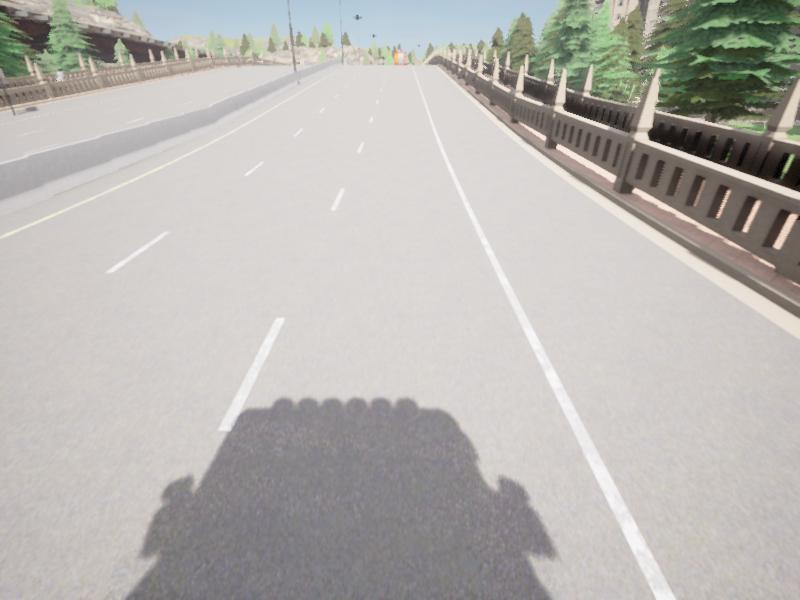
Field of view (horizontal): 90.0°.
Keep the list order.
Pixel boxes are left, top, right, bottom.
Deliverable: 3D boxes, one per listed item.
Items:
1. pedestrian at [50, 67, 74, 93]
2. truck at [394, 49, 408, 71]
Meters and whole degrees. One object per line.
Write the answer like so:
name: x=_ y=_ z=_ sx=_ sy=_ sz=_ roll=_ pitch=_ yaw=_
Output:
pedestrian: x=-28.399 y=-18.499 z=33.641 sx=0.751 sy=1.860 sz=0.751 roll=0 pitch=27 yaw=0
truck: x=0.215 y=-54.603 z=91.160 sx=2.891 sy=3.827 sz=8.468 roll=0 pitch=28 yaw=0
